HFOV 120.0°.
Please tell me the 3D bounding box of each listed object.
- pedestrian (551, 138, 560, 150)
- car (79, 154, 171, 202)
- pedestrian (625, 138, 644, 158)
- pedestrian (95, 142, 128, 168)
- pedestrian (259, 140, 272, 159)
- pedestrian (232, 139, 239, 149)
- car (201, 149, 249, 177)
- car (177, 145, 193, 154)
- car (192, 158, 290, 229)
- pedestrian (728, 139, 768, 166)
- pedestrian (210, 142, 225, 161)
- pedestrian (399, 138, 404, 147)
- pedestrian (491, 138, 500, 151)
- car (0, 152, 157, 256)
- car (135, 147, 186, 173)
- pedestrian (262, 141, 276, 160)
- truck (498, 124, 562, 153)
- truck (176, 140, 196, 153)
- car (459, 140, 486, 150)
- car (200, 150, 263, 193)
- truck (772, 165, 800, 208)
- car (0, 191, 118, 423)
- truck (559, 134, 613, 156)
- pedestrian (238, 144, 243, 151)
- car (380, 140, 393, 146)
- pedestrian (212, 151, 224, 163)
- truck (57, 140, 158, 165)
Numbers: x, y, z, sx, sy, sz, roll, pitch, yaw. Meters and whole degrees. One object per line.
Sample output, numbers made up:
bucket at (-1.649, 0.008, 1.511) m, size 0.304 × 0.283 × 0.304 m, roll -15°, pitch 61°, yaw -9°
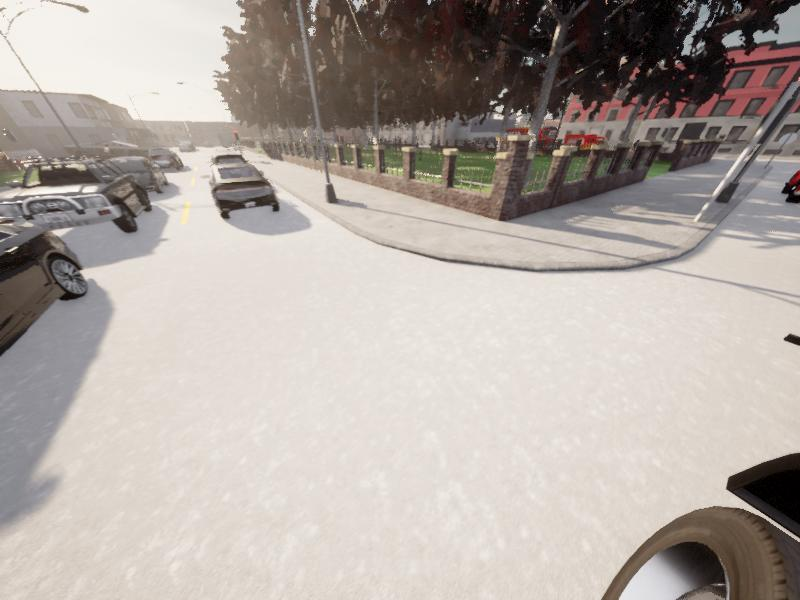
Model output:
pedestrian at (29.760, -29.873, 44.157) m, size 0.751 × 1.860 × 0.751 m, roll -28°, pitch 44°, yaw -33°
car at (-13.416, -6.312, 11.666) m, size 1.837 × 1.490 × 4.892 m, roll -22°, pitch 41°, yaw -28°
pedestrian at (27.454, -17.803, 27.073) m, size 0.751 × 1.860 × 0.751 m, roll -22°, pitch 41°, yaw -28°
pedestrian at (-24.943, -12.530, 20.021) m, size 0.751 × 1.860 × 0.751 m, roll -6°, pitch 36°, yaw -8°
pedestrian at (-16.730, -18.684, 28.690) m, size 0.751 × 1.860 × 0.751 m, roll -22°, pitch 41°, yaw -28°
pedestrian at (-37.407, -35.432, 52.599) m, size 0.751 × 1.860 × 0.751 m, roll -20°, pitch 39°, yaw -25°
car at (-13.671, -10.771, 17.975) m, size 2.128 × 1.511 × 4.902 m, roll -24°, pitch 42°, yaw -30°
car at (-41.938, -29.468, 45.147) m, size 1.812 × 1.442 × 4.674 m, roll -22°, pitch 41°, yaw -28°
car at (-6.087, -4.300, 8.741) m, size 2.128 × 1.511 × 4.902 m, roll -22°, pitch 41°, yaw -28°
pedestrian at (29.038, -12.337, 19.313) m, size 0.751 × 1.860 × 0.751 m, roll 4°, pitch 35°, yaw 6°
pedestrian at (-21.617, -17.650, 27.445) m, size 0.751 × 1.860 × 0.751 m, roll -22°, pitch 41°, yaw -28°
pedestrian at (0.366, -39.994, 58.747) m, size 0.751 × 1.860 × 0.751 m, roll -22°, pitch 41°, yaw -28°
pedestrian at (16.461, -26.794, 39.904) m, size 0.751 × 1.860 × 0.751 m, roll -5°, pitch 36°, yaw -7°
car at (-9.380, -3.184, 6.867) m, size 1.932 × 1.855 × 4.605 m, roll -22°, pitch 41°, yaw -28°
car at (-20.298, -12.105, 19.822) m, size 2.033 × 1.649 × 4.856 m, roll -22°, pitch 40°, yaw -27°
pedestrian at (-15.248, -17.452, 26.930) m, size 0.751 × 1.860 × 0.751 m, roll -22°, pitch 41°, yaw -28°
truck at (21.967, -27.811, 39.818) m, size 2.891 × 3.827 × 8.468 m, roll -22°, pitch 41°, yaw -28°
truck at (-46.866, -33.770, 50.715) m, size 2.390 × 2.098 × 6.274 m, roll -22°, pitch 41°, yaw -28°
car at (15.088, -32.563, 48.522) m, size 2.152 × 1.651 × 5.027 m, roll -22°, pitch 41°, yaw -28°
car at (-9.788, -7.576, 13.312) m, size 2.033 × 1.649 × 4.856 m, roll -23°, pitch 41°, yaw -29°
truck at (17.523, -5.008, 8.714) m, size 5.204 × 2.467 × 2.627 m, roll -22°, pitch 41°, yaw -28°
car at (-5.525, 0.253, 2.282) m, size 2.128 × 1.511 × 4.902 m, roll -21°, pitch 40°, yaw -26°
truck at (27.223, -22.951, 34.062) m, size 2.627 × 2.467 × 5.204 m, roll -23°, pitch 41°, yaw -28°
pedestrian at (-32.897, -31.498, 47.643) m, size 0.500 × 1.100 × 0.500 m, roll -24°, pitch 41°, yaw -30°
car at (-4.612, -52.496, 77.296) m, size 2.033 × 1.649 × 4.856 m, roll -22°, pitch 41°, yaw -28°
pedestrian at (-20.052, -15.780, 25.440) m, size 0.500 × 1.100 × 0.500 m, roll -6°, pitch 36°, yaw -9°
truck at (-31.672, -16.301, 25.453) m, size 6.274 × 2.098 × 2.390 m, roll -16°, pitch 38°, yaw -21°
